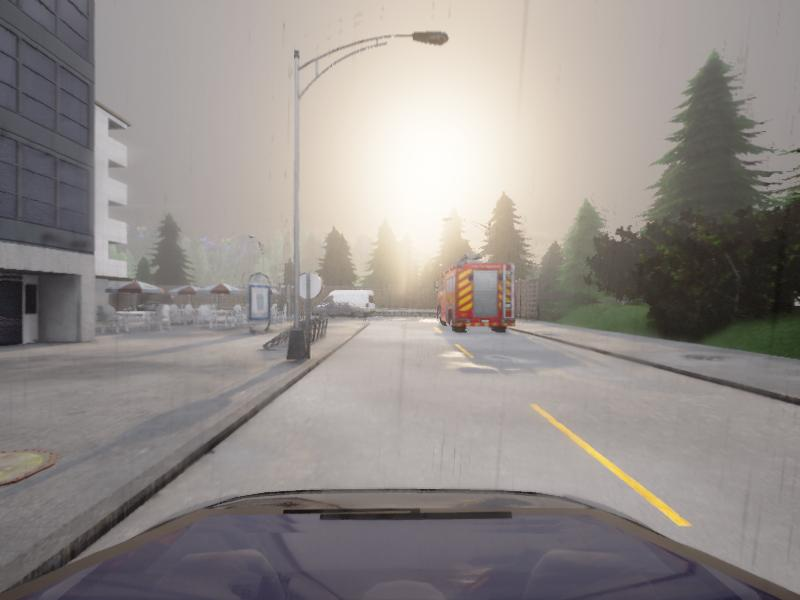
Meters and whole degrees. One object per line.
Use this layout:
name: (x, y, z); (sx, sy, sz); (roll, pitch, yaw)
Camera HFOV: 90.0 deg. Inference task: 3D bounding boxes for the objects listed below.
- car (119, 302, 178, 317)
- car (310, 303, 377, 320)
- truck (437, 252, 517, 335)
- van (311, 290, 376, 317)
car: (-24.560, 0.915, 39.208); (4.674, 1.442, 1.812); (0, 0, 0)
car: (-4.820, 0.935, 34.386); (5.357, 1.411, 2.033); (0, 0, 14)
truck: (3.979, -0.295, 22.848); (2.891, 3.827, 8.468); (0, 0, 0)
van: (-5.490, 0.368, 38.923); (5.915, 2.561, 1.988); (0, -2, 16)
